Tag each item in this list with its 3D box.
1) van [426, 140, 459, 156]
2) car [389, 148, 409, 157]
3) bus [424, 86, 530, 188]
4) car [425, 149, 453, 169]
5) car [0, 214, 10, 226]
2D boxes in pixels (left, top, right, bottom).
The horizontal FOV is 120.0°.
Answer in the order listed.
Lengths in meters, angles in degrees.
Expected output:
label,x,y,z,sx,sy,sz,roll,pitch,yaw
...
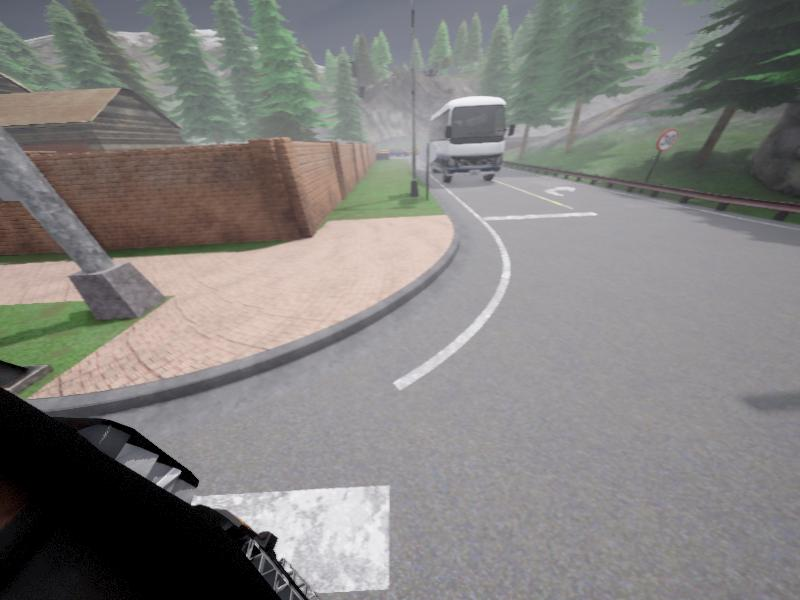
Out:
label,x,y,z,sx,sy,sz,roll,pitch,yaw
van,8.995,-32.515,49.414,6.366,2.431,2.351,-3,34,0
car,-0.269,-33.594,52.556,4.514,1.525,2.007,-3,34,0
bus,4.270,-11.282,16.540,3.944,4.253,10.273,-3,34,1
car,4.063,-15.175,24.803,2.128,1.511,4.902,-3,34,1
car,-17.101,-2.589,7.153,1.932,1.855,4.605,-3,34,0
